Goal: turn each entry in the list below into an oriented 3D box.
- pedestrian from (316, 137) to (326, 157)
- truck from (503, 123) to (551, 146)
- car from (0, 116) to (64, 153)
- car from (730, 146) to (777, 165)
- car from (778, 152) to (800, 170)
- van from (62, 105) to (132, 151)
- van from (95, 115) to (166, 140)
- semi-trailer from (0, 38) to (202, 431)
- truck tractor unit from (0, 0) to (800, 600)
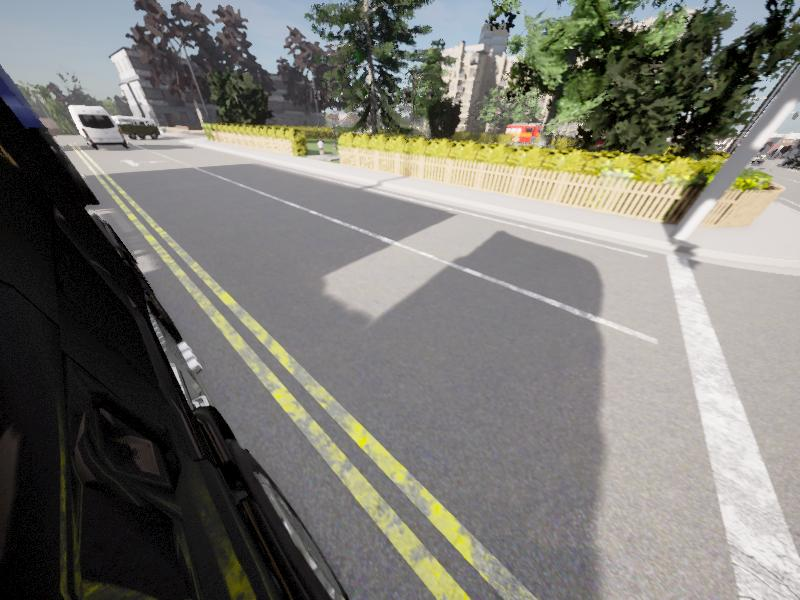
[{"bbox_3d":[-5.567,-10.795,16.308,0.500,1.100,0.500,-8,38,-13],"label":"pedestrian"},{"bbox_3d":[28.676,-37.810,52.567,8.468,3.827,2.891,30,44,31],"label":"truck"},{"bbox_3d":[-25.063,-11.175,15.514,4.553,1.767,2.097,28,44,30],"label":"car"},{"bbox_3d":[45.053,-18.589,29.581,1.932,1.855,4.605,29,44,31],"label":"car"},{"bbox_3d":[45.601,-15.607,26.000,1.812,1.442,4.674,28,44,30],"label":"car"},{"bbox_3d":[-23.904,-13.605,18.204,5.915,2.561,1.988,28,44,29],"label":"van"},{"bbox_3d":[-29.228,-18.870,25.388,2.069,2.038,4.480,3,36,2],"label":"van"},{"bbox_3d":[-8.739,-3.576,4.190,14.254,4.402,2.717,28,43,29],"label":"semi-trailer"},{"bbox_3d":[-2.645,-0.295,0.351,6.516,4.208,3.053,28,44,30],"label":"truck tractor unit"}]
